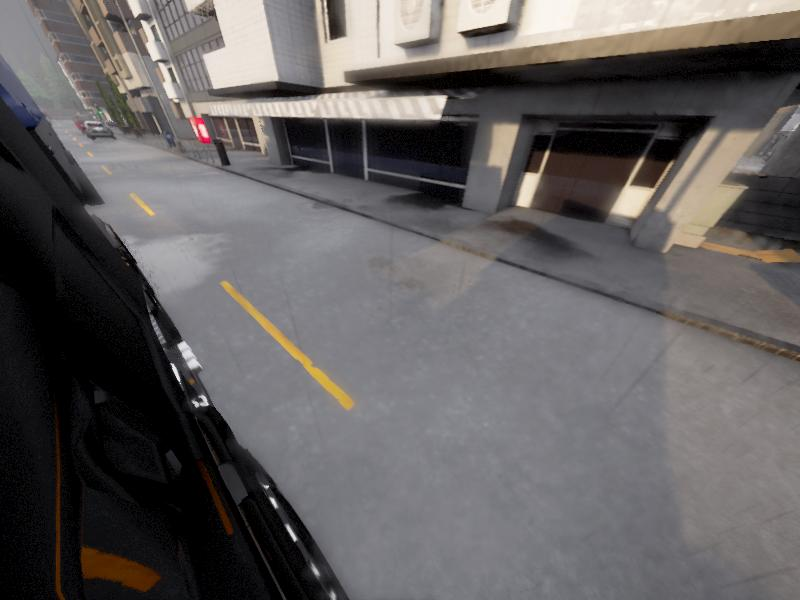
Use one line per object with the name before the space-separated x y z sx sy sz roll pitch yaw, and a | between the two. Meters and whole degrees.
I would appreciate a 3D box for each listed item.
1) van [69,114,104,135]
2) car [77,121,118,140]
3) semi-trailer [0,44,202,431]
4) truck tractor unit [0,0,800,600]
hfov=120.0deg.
van | -40.778 -22.830 30.053 4.442 1.987 1.775 28 44 30
car | -32.475 -18.201 24.784 3.806 1.475 1.970 28 44 30
semi-trailer | -8.700 -3.596 4.238 14.254 4.402 2.717 28 44 30
truck tractor unit | -2.645 -0.295 0.351 6.516 4.208 3.053 28 44 30
